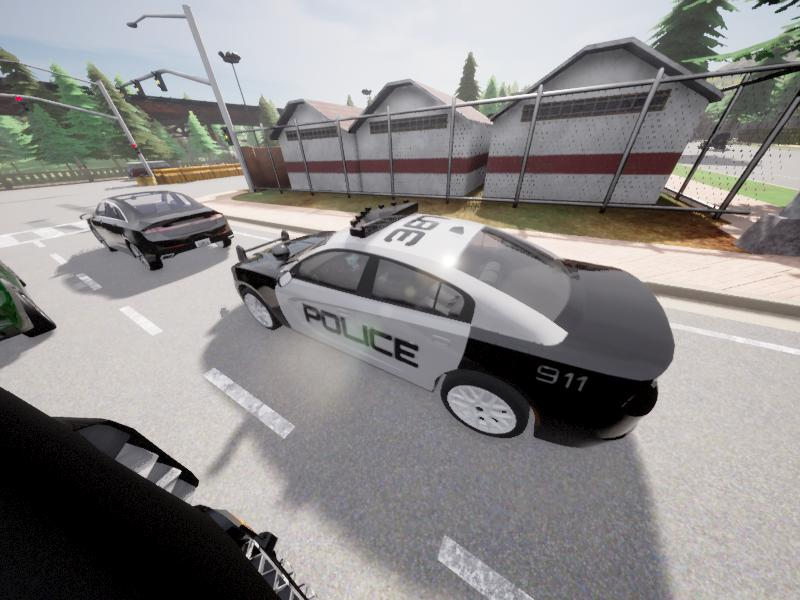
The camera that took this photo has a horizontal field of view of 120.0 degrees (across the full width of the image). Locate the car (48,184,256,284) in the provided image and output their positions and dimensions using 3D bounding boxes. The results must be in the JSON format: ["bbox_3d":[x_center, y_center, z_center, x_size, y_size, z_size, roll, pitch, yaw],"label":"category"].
[{"bbox_3d":[-6.622,-2.082,6.225,4.902,1.511,2.128,16,38,26],"label":"car"}]

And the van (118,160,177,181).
[{"bbox_3d":[-32.738,-16.900,30.120,1.775,1.987,4.442,15,37,24],"label":"van"}]

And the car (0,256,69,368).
[{"bbox_3d":[-7.428,-0.190,3.181,4.553,1.767,2.097,16,38,26],"label":"car"}]

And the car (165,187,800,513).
[{"bbox_3d":[-0.239,-0.327,2.972,5.238,1.638,1.930,16,38,26],"label":"car"}]

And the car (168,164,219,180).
[{"bbox_3d":[-25.628,-16.031,28.823,1.994,1.385,4.181,15,37,24],"label":"car"}]

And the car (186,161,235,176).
[{"bbox_3d":[-26.896,-18.843,33.025,2.128,1.511,4.902,15,37,24],"label":"car"}]
